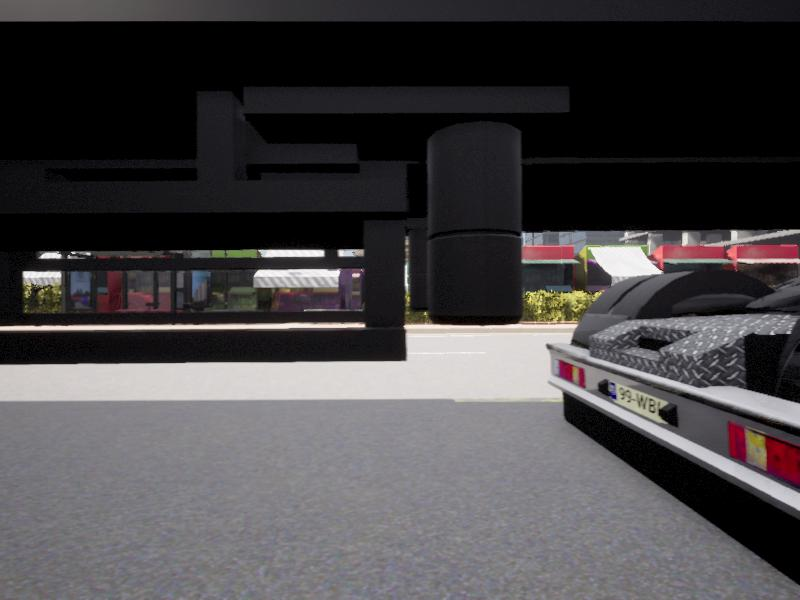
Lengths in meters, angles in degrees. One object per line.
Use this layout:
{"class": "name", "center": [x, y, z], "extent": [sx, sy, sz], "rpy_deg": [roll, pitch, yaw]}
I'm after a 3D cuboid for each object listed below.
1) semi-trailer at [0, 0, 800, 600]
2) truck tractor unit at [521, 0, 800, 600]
{"class": "semi-trailer", "center": [-3.538, -1.205, 2.013], "extent": [14.254, 4.402, 2.717], "rpy_deg": [0, 0, -1]}
{"class": "truck tractor unit", "center": [4.374, -1.126, 2.105], "extent": [6.516, 4.208, 3.053], "rpy_deg": [0, 0, -1]}
